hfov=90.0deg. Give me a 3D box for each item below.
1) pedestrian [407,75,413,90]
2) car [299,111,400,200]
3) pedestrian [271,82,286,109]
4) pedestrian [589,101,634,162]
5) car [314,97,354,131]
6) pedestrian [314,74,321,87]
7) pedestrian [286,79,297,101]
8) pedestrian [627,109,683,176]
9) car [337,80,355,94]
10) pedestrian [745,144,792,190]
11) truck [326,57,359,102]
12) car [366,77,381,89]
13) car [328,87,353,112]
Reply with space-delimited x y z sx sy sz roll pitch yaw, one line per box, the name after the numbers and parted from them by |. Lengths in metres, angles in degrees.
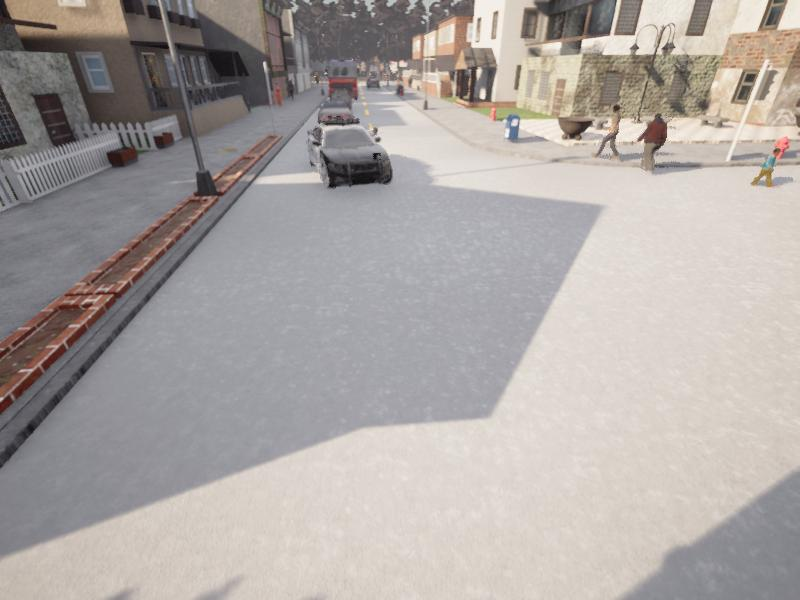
1.442 -31.493 57.841 0.751 1.860 0.751 5 31 8 | pedestrian
-1.754 -4.759 12.539 1.930 1.638 5.238 -10 32 -16 | car
-9.577 -16.152 31.576 0.751 1.860 0.751 0 30 1 | pedestrian
7.368 -5.885 13.977 0.751 1.860 0.751 -26 39 -36 | pedestrian
-3.747 -10.950 23.411 1.994 1.385 4.181 -3 30 -5 | car
-13.452 -35.795 65.212 0.751 1.860 0.751 -1 30 -2 | pedestrian
-10.606 -20.516 39.048 0.751 1.860 0.751 -7 31 -12 | pedestrian
8.007 -4.980 12.651 0.751 1.860 0.751 -3 30 -4 | pedestrian
-7.027 -28.067 52.610 2.163 1.488 4.792 -3 30 -5 | car
10.398 -3.757 11.309 0.500 1.100 0.500 -17 34 -26 | pedestrian
-5.925 -23.323 42.162 2.891 3.827 8.468 -3 30 -5 | truck
-4.204 -34.319 63.264 2.038 1.542 4.974 -3 30 -5 | car
-4.743 -16.222 32.260 1.789 1.549 3.705 -3 30 -5 | car
